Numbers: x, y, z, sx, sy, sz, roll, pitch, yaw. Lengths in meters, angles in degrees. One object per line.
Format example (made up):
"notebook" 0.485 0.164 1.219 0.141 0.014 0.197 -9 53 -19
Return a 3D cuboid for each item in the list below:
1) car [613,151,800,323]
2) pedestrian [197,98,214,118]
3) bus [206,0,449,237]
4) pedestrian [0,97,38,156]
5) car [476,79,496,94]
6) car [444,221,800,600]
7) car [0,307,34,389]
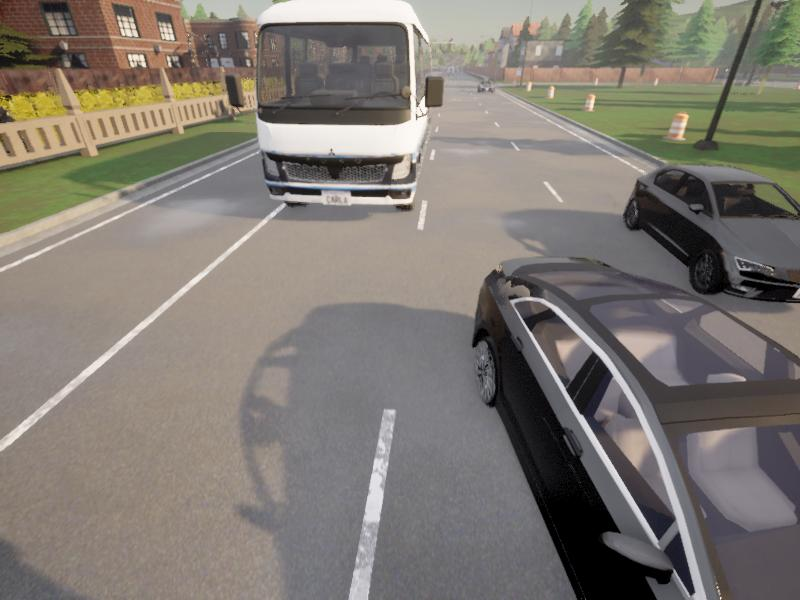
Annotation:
"car" 5.556 -1.386 6.894 1.816 1.474 4.193 3 31 5
"pedestrian" -12.116 -11.972 24.939 0.500 1.100 0.500 3 31 5
"bus" -0.695 -5.822 11.704 3.944 4.253 10.273 3 31 5
"pedestrian" -14.060 -6.199 14.342 0.751 1.860 0.751 3 31 6
"car" 10.739 -26.686 50.038 1.970 1.475 3.806 3 31 5
"car" 1.913 1.047 2.712 2.128 1.511 4.902 -2 31 -7
"car" -5.507 1.157 2.646 1.994 1.385 4.181 3 31 5
